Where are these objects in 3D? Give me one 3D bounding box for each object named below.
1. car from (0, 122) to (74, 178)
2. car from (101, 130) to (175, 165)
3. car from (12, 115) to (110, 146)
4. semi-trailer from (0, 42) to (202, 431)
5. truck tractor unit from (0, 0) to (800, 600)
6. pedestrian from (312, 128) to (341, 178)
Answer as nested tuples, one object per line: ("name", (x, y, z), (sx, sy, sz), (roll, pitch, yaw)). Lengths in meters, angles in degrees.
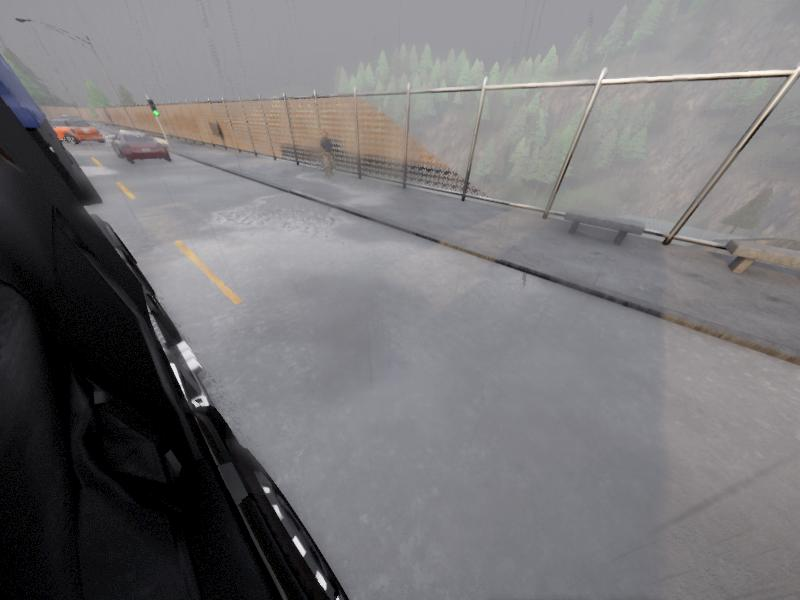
("car", (-17.005, -6.908, 10.429), (5.238, 1.638, 1.930), (28, 44, 30))
("car", (-15.651, -9.202, 13.808), (4.181, 1.385, 1.994), (28, 44, 30))
("car", (-27.955, -14.092, 19.210), (4.553, 1.767, 2.097), (6, 37, 4))
("semi-trailer", (-8.698, -3.608, 4.226), (14.254, 4.402, 2.717), (28, 44, 30))
("truck tractor unit", (-2.645, -0.295, 0.351), (6.516, 4.208, 3.053), (28, 44, 30))
("pedestrian", (-3.373, -6.788, 10.732), (0.751, 1.860, 0.751), (-29, 47, -35))
